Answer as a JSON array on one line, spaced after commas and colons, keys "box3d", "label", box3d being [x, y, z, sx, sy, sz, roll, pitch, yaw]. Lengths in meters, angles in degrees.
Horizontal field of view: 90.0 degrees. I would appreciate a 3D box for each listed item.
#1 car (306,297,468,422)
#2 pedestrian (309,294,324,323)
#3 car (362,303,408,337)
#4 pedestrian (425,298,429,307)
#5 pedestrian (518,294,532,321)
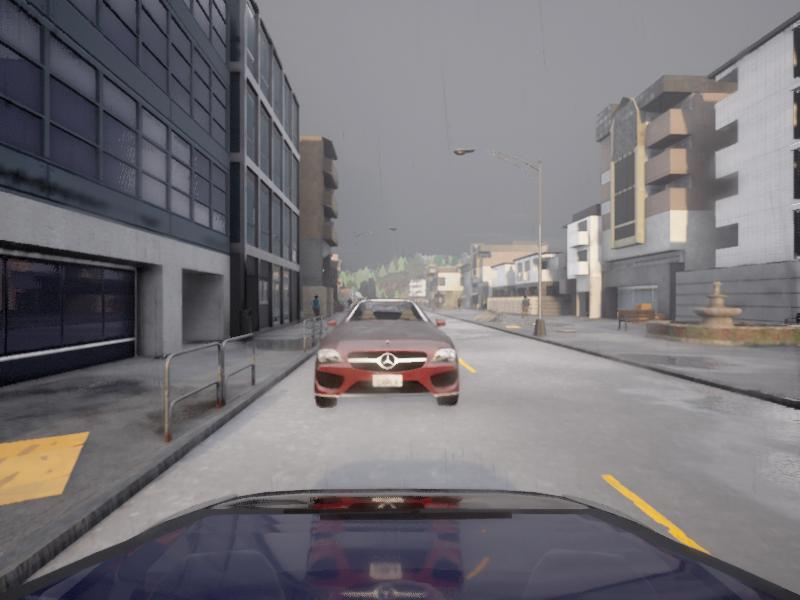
[{"box3d": [-0.266, 0.783, 7.844, 2.152, 1.651, 5.027, 0, 0, -2], "label": "car"}, {"box3d": [-5.402, 0.542, 25.902, 0.751, 1.860, 0.751, 0, 0, 1], "label": "pedestrian"}, {"box3d": [-0.762, 0.901, 20.073, 2.033, 1.411, 5.357, 0, 0, -2], "label": "car"}, {"box3d": [5.546, 0.558, 82.279, 0.751, 1.860, 0.751, 0, 0, -3], "label": "pedestrian"}, {"box3d": [8.832, 0.541, 28.248, 0.751, 1.860, 0.751, 0, 0, -4], "label": "pedestrian"}]
